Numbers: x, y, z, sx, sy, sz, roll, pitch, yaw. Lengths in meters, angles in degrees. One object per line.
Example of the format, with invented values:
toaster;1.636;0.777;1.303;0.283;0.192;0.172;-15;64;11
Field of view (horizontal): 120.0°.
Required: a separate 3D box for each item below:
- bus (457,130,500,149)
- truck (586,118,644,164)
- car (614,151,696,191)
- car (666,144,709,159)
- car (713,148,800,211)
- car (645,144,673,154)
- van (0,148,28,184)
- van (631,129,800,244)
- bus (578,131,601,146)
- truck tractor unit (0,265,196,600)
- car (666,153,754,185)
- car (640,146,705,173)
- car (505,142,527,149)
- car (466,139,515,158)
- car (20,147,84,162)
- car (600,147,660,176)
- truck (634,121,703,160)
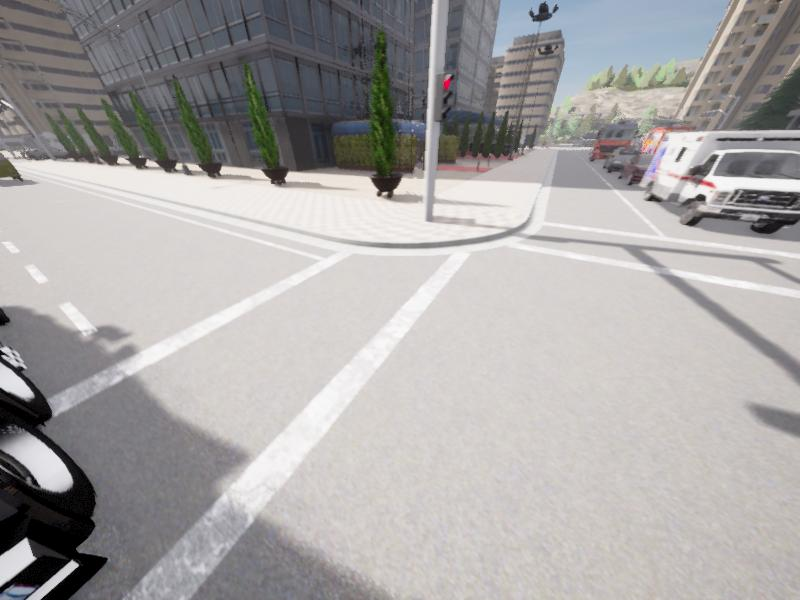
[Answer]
bus;21.958;-45.439;65.388;10.273;4.253;3.944;18;39;25
truck;24.313;-18.328;26.767;2.891;3.827;8.468;19;39;26
car;14.715;-7.813;13.747;1.882;1.535;5.008;18;39;24
car;39.256;-20.450;31.691;2.128;1.511;4.902;18;39;24
car;15.878;-5.091;9.515;1.905;1.878;3.866;18;38;24
car;45.387;-26.583;40.570;1.994;1.385;4.181;18;39;24
van;-28.148;-9.164;15.724;4.442;1.987;1.775;18;39;24
van;10.951;-4.375;8.064;2.351;2.431;6.366;18;39;24
bus;65.358;-55.904;79.989;3.944;4.253;10.273;18;39;24
truck tractor unit;-5.111;-0.299;0.787;6.516;4.208;3.053;18;39;24
car;19.489;-8.504;14.842;1.994;1.385;4.181;19;39;25
car;22.927;-12.104;19.744;1.930;1.638;5.238;18;39;24
car;30.996;-41.266;61.724;4.792;1.488;2.163;18;39;25
car;12.627;-21.223;32.309;6.274;2.098;2.390;-18;39;-24
car;-49.036;-20.630;32.721;2.007;1.525;4.514;12;37;17
car;17.970;-11.153;18.399;2.242;1.667;4.611;18;39;24
truck;34.979;-21.129;30.684;2.891;3.827;8.468;18;39;24
